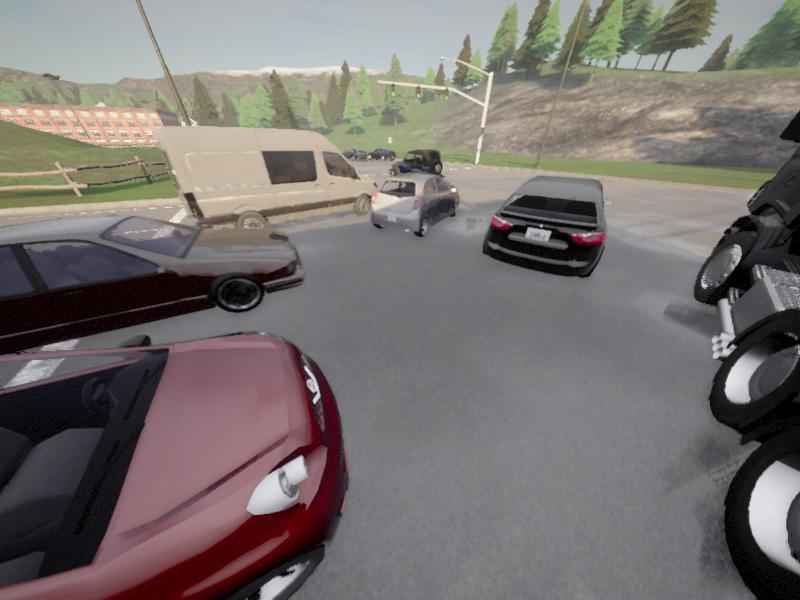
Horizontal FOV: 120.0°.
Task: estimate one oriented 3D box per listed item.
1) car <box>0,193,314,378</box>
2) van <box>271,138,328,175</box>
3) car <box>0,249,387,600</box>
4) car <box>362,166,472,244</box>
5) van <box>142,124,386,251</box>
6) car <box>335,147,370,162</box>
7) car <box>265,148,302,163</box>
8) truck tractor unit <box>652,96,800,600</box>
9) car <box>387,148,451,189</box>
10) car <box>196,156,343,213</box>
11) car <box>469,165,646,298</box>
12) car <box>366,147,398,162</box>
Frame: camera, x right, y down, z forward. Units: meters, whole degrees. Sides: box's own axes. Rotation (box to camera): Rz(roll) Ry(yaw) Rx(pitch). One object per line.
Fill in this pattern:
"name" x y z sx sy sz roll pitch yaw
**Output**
"car" -4.345 -0.407 3.388 5.357 1.411 2.033 -16 38 -22
"van" -9.055 -12.947 20.626 2.351 2.431 6.366 -24 41 -31
"car" -2.122 1.120 1.067 3.633 1.501 1.845 -17 38 -24
"car" 0.722 -3.298 7.487 1.845 1.501 3.633 19 39 25
"van" -3.401 -3.853 7.379 5.915 2.561 1.988 -27 44 -34
"car" -6.470 -19.766 31.332 2.128 1.511 4.902 -29 44 -36
"car" -15.521 -19.269 30.665 5.357 1.411 2.033 26 42 32
"truck tractor unit" 4.801 -0.530 1.118 3.053 4.208 6.516 30 45 35
"car" 1.030 -8.454 14.642 1.905 1.878 3.866 -22 40 -29
"car" -5.421 -5.470 10.503 1.930 1.638 5.238 26 41 32
"car" 3.804 -2.170 5.744 2.242 1.667 4.611 22 40 28
"car" -2.553 -20.334 32.191 1.837 1.490 4.892 -27 43 -34
